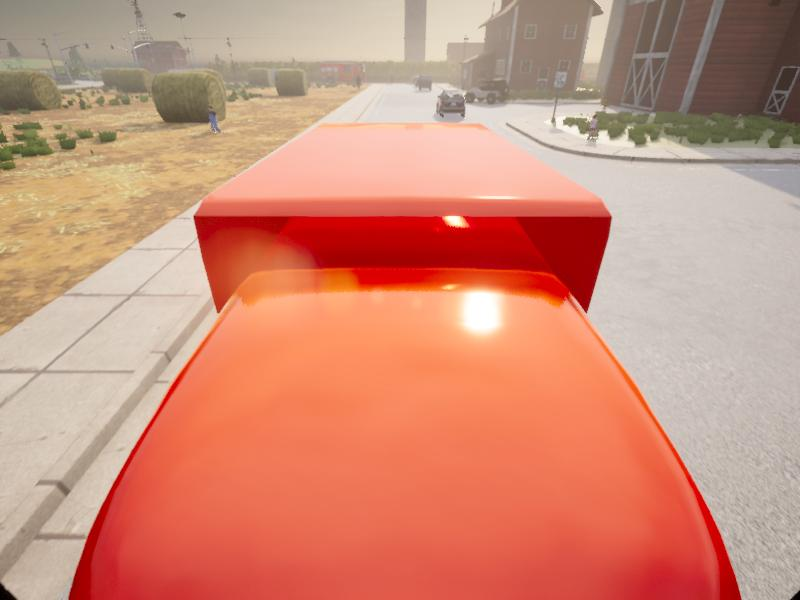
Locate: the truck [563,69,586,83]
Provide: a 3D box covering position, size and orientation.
[{"bbox_3d":[37.595,-48.347,86.242,2.627,2.467,5.204,1,30,1],"label":"truck"}]

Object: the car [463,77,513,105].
[{"bbox_3d":[7.690,-18.336,35.120,1.905,1.878,3.866,-30,40,-32],"label":"car"}]

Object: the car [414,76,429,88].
[{"bbox_3d":[3.545,-36.052,66.086,2.163,1.488,4.792,0,30,0],"label":"car"}]

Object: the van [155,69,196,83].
[{"bbox_3d":[-44.937,-44.841,80.084,6.366,2.431,2.351,-2,30,-4],"label":"van"}]

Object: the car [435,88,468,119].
[{"bbox_3d":[3.510,-13.699,27.778,1.789,1.549,3.705,0,31,0],"label":"car"}]

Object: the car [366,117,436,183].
[{"bbox_3d":[0.005,-5.177,13.456,1.994,1.385,4.181,0,30,-1],"label":"car"}]

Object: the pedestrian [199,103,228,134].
[{"bbox_3d":[-8.894,-8.672,19.122,0.751,1.300,0.751,4,31,6],"label":"pedestrian"}]

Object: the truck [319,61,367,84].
[{"bbox_3d":[-10.748,-43.288,76.143,8.468,3.827,2.891,1,30,1],"label":"truck"}]

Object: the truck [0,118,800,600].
[{"bbox_3d":[0.008,0.190,3.199,2.627,2.467,5.204,0,30,0],"label":"truck"}]

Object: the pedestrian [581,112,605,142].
[{"bbox_3d":[8.393,-7.529,17.411,0.500,1.100,0.500,-13,33,-21],"label":"pedestrian"}]

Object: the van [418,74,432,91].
[{"bbox_3d":[3.541,-31.094,57.117,1.775,1.987,4.442,0,30,0],"label":"van"}]

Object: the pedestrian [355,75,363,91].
[{"bbox_3d":[-5.265,-27.779,51.211,0.751,1.860,0.751,3,30,4],"label":"pedestrian"}]

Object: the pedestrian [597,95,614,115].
[{"bbox_3d":[13.201,-12.548,25.707,0.500,1.100,0.500,-10,32,-17],"label":"pedestrian"}]
